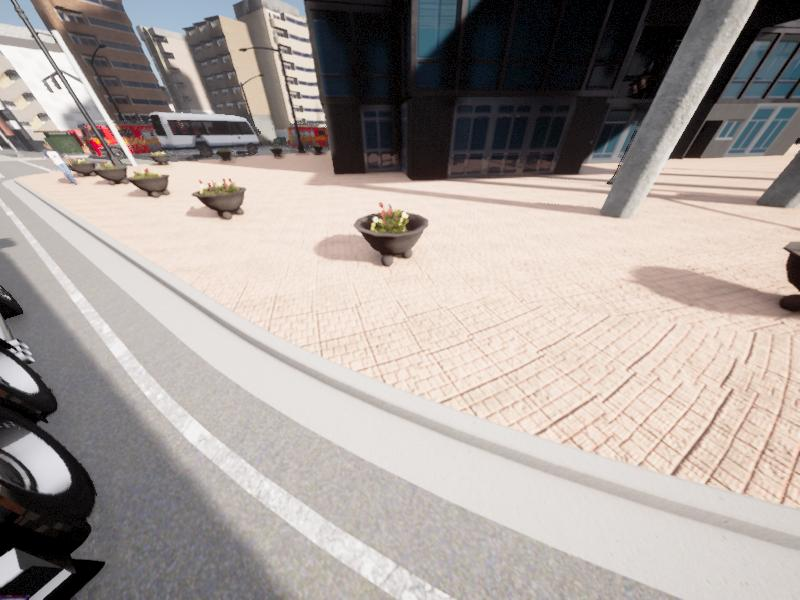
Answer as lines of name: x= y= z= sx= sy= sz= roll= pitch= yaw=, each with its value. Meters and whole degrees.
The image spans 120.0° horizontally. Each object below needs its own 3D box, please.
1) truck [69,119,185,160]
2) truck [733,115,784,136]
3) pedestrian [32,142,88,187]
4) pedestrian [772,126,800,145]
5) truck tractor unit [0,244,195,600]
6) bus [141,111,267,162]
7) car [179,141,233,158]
truck: x=-34.259 y=-20.617 z=29.709 sx=2.891 sy=3.827 sz=8.468 roll=19 pitch=40 yaw=25
truck: x=83.845 y=-40.953 z=54.334 sx=2.891 sy=3.827 sz=8.468 roll=21 pitch=41 yaw=27
pedestrian: x=-17.066 y=-6.817 z=11.641 sx=0.751 sy=1.860 sz=0.751 roll=23 pitch=43 yaw=29
pedestrian: x=47.871 y=-20.459 z=28.693 sx=0.751 sy=1.860 sz=0.751 roll=15 pitch=39 yaw=21
truck tractor unit: x=-5.087 y=-0.327 z=0.793 sx=6.516 sy=4.208 sz=3.053 roll=20 pitch=41 yaw=25
bus: x=-22.948 y=-19.991 z=28.317 sx=3.944 sy=4.253 sz=10.273 roll=19 pitch=40 yaw=25
car: x=-25.672 y=-20.101 z=30.747 sx=2.033 sy=1.649 sz=4.856 roll=19 pitch=40 yaw=25
